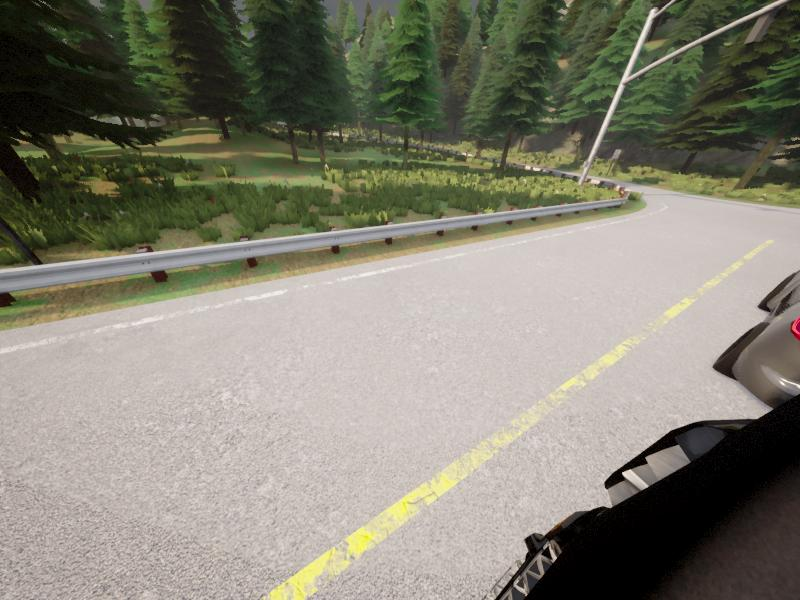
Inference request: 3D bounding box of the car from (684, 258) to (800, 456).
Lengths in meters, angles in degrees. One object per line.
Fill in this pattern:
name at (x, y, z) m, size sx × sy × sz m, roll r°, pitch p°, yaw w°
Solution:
car at (5.833, 0.331, 2.380) m, size 4.611 × 1.667 × 2.242 m, roll -16°, pitch 38°, yaw -26°
